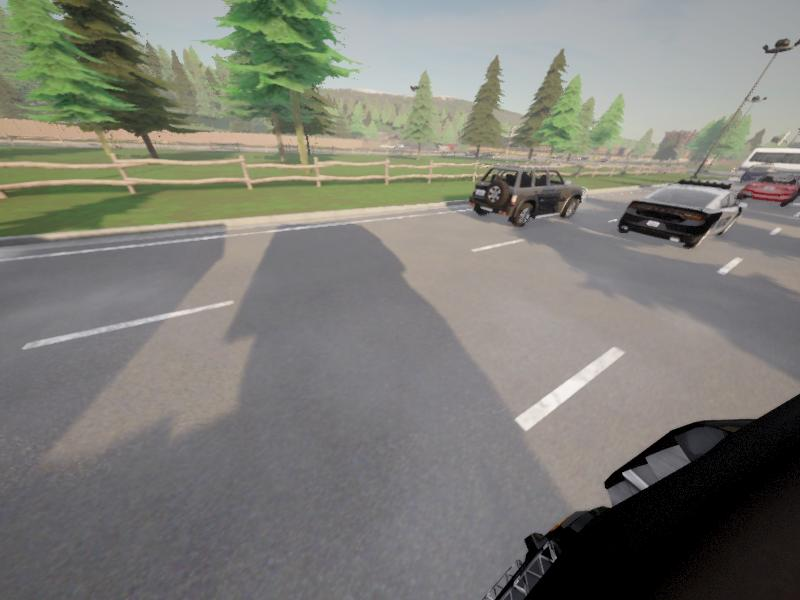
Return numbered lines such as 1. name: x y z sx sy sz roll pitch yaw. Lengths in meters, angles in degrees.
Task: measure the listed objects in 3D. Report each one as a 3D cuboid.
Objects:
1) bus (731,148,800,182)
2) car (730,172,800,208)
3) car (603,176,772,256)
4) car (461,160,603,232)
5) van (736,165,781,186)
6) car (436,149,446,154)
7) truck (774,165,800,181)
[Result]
1. bus: 62.604 -21.402 36.661 3.944 4.253 10.273 -16 38 -25
2. car: 24.783 -7.404 15.294 4.611 1.667 2.242 -16 38 -26
3. car: 9.447 -2.984 7.585 5.238 1.638 1.930 -16 38 -26
4. car: 4.803 -4.000 8.535 4.605 1.855 1.932 -16 38 -26
5. van: 43.200 -15.075 27.821 4.442 1.987 1.775 -16 38 -26
6. car: 17.095 -62.362 96.802 1.970 1.475 3.806 -16 38 -25
7. truck: 66.542 -20.269 37.206 2.390 2.098 6.274 -16 38 -25
